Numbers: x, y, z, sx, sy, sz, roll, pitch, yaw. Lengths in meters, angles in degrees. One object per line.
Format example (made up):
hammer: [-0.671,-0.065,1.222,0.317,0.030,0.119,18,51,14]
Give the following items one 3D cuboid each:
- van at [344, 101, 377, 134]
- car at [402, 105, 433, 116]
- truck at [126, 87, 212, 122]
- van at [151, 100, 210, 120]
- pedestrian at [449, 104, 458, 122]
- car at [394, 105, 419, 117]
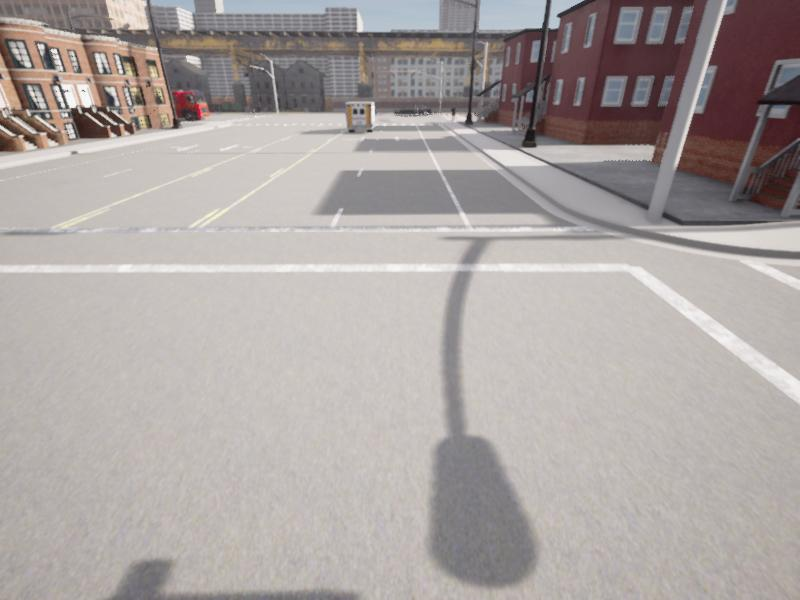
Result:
van: [-3.465,-16.691,36.445,2.351,2.431,6.366,0,27,0]
car: [2.695,-30.391,64.101,4.892,1.490,1.837,0,27,0]
truck: [-29.312,-25.005,51.162,8.468,3.827,2.891,0,27,0]
van: [-29.857,-26.009,54.646,6.366,2.431,2.351,0,27,1]
pedestrian: [6.122,-21.385,45.784,0.751,1.860,0.751,0,27,-1]
car: [0.974,-28.816,60.974,3.705,1.549,1.789,0,27,0]
